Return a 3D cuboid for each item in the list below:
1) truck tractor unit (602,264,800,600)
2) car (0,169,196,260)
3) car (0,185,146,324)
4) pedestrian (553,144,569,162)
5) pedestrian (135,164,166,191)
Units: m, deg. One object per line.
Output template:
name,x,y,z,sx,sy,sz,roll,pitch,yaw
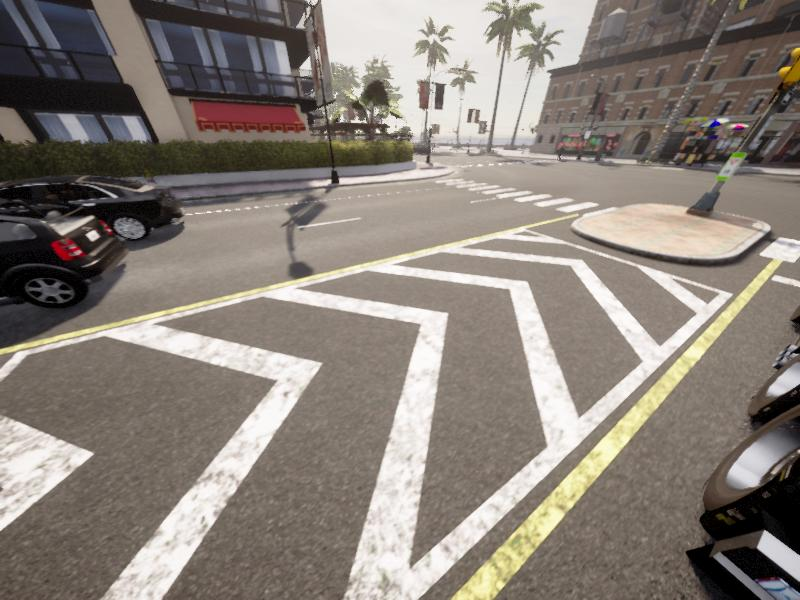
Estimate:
truck tractor unit,5.108,-0.305,0.780,6.516,4.208,3.053,-18,39,-24
car,-8.677,-2.258,5.871,4.892,1.490,1.837,-18,39,-24
car,-6.899,-0.554,3.384,3.705,1.549,1.789,-18,39,-24
pedestrian,20.291,-18.575,29.155,0.751,1.860,0.751,-17,38,-23
pedestrian,-12.011,-5.918,11.139,0.500,1.100,0.500,-17,38,-23
